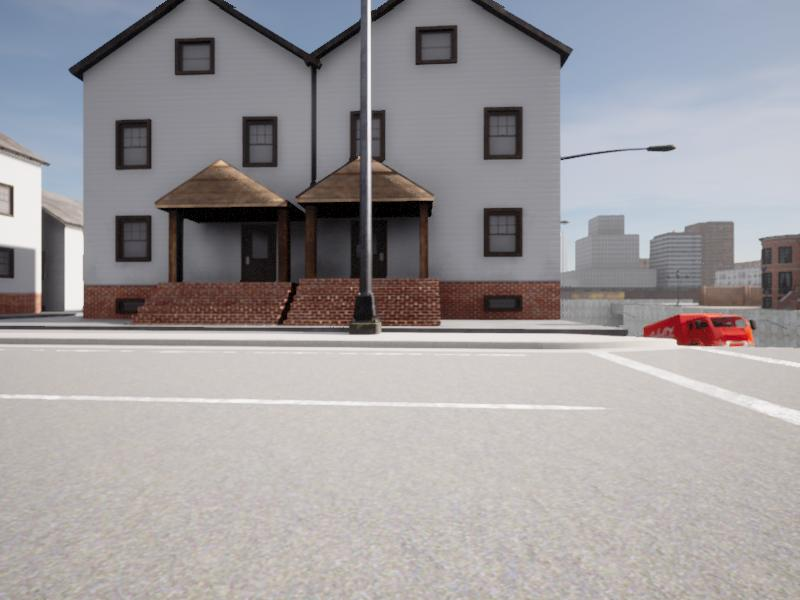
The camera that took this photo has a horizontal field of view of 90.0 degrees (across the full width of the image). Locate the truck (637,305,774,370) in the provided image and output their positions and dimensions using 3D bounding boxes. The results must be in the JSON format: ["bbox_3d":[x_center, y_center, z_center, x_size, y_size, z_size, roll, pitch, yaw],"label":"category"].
[{"bbox_3d":[14.447,2.021,19.572,2.627,2.467,5.204,-1,-14,4],"label":"truck"}]
